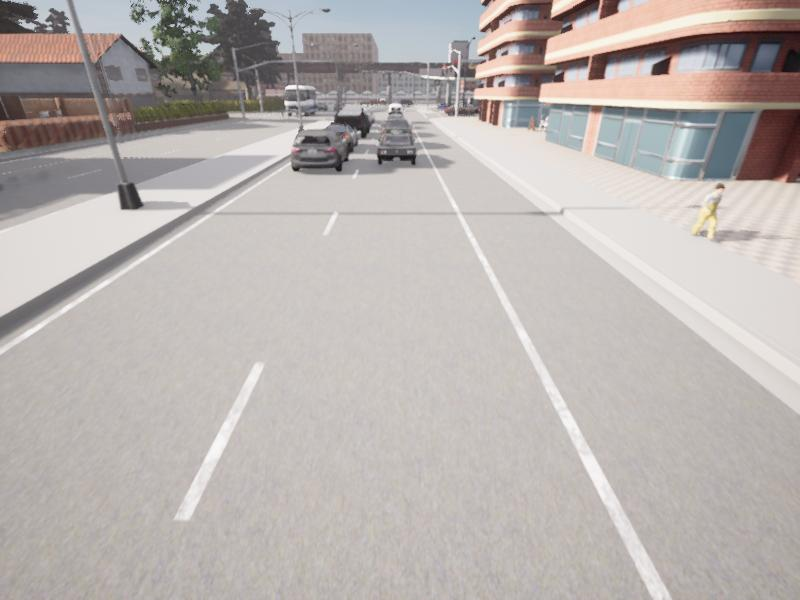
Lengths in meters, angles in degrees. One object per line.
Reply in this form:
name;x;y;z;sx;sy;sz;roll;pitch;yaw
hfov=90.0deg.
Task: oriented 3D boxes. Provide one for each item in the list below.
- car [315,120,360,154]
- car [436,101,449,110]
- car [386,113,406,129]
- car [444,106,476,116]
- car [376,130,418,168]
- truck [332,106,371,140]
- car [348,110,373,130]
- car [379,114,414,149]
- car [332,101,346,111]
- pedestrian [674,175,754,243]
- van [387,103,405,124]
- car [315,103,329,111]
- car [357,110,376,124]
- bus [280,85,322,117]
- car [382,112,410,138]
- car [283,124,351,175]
car;-3.710;-10.154;24.694;2.038;1.542;4.974;0;27;0
car;8.906;-40.769;83.861;2.242;1.667;4.611;0;27;0
car;-0.371;-18.259;40.723;1.895;1.301;4.718;0;27;0
car;9.332;-29.697;62.827;4.674;1.442;1.812;-1;27;-1
car;-0.164;-7.746;20.274;1.895;1.301;4.718;0;27;-1
truck;-3.788;-14.407;32.346;2.390;2.098;6.274;0;27;0
car;-3.865;-18.176;40.295;2.038;1.542;4.974;0;27;-1
car;-0.227;-11.122;26.295;2.097;1.767;4.553;0;27;0
car;-12.279;-39.372;81.230;2.097;1.767;4.553;0;27;0
pedestrian;6.756;-1.984;8.688;0.751;1.300;0.751;0;27;0
van;-0.485;-22.110;47.398;2.069;2.038;4.480;0;27;0
car;-15.778;-39.131;81.189;1.994;1.385;4.181;0;27;0
car;-3.938;-21.711;47.431;1.895;1.301;4.718;0;27;0
bus;-15.487;-31.773;63.738;3.944;4.253;10.273;0;27;0
car;-0.301;-14.706;33.456;2.152;1.651;5.027;0;27;0
car;-3.649;-7.104;18.608;2.242;1.667;4.611;0;27;-1
